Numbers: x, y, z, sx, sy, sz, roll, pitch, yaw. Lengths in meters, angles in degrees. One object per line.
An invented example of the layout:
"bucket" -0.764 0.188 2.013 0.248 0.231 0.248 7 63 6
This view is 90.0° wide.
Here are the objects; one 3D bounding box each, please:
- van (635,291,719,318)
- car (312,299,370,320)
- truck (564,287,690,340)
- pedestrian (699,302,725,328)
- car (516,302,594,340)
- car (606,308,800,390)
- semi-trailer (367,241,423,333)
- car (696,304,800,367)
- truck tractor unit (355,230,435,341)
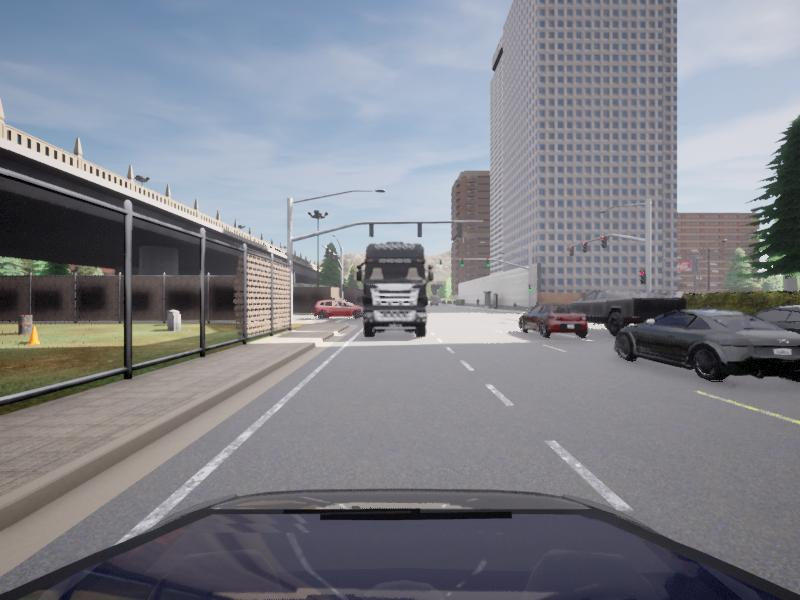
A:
"van" 26.137 0.433 37.970 6.366 2.431 2.351 0 0 -1
"car" -4.968 0.792 34.042 4.611 1.667 2.242 -1 0 -1
"truck" 10.272 0.542 18.966 2.390 2.098 6.274 0 0 -1
"pedestrian" 15.864 0.765 20.335 0.751 1.300 0.751 0 0 -2
"car" 6.780 0.854 18.026 1.816 1.474 4.193 0 0 -1
"car" 6.889 0.907 9.266 1.994 1.385 4.181 0 0 -2
"semi-trailer" -0.311 -0.595 26.348 2.717 4.402 14.254 0 0 -1
"car" 10.368 0.870 10.421 1.812 1.442 4.674 0 0 -1
"truck tractor unit" -0.225 -0.521 18.432 3.053 4.208 6.516 0 0 -1
